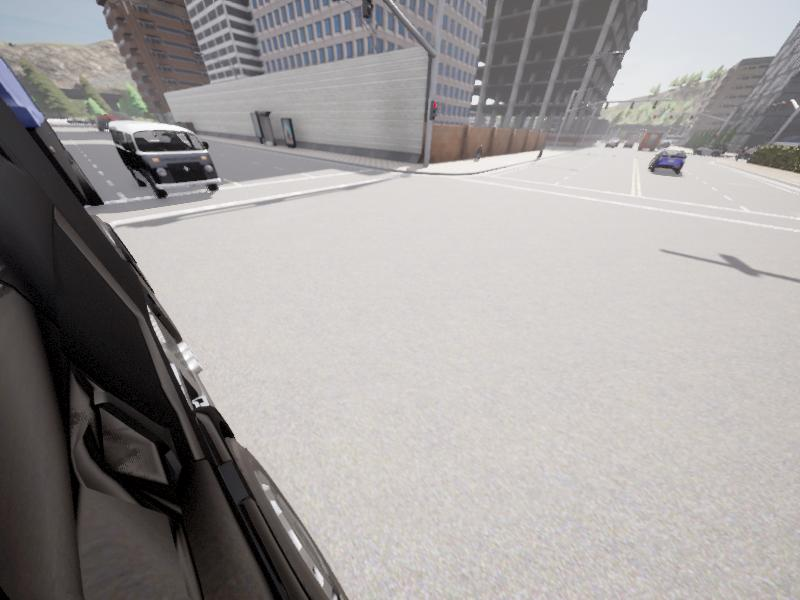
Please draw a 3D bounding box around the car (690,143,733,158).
[{"bbox_3d":[55.319,-26.668,41.106,1.905,1.878,3.866,-16,40,-23],"label":"car"}]

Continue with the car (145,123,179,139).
[{"bbox_3d":[-32.917,-23.398,31.934,4.856,1.649,2.033,28,44,30],"label":"car"}]

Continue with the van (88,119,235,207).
[{"bbox_3d":[-8.314,-4.975,8.113,4.480,2.038,2.069,26,43,29],"label":"van"}]

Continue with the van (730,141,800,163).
[{"bbox_3d":[57.107,-22.890,35.637,6.366,2.431,2.351,27,43,30],"label":"van"}]

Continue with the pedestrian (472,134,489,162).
[{"bbox_3d":[6.591,-12.498,19.026,0.751,1.860,0.751,24,42,27],"label":"pedestrian"}]

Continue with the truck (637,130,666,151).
[{"bbox_3d":[58.667,-37.342,54.031,2.891,3.827,8.468,28,43,30],"label":"truck"}]

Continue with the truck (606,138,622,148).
[{"bbox_3d":[58.860,-43.304,63.529,2.390,2.098,6.274,28,43,30],"label":"truck"}]

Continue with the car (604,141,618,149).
[{"bbox_3d":[53.164,-39.128,58.168,2.033,1.411,5.357,28,43,30],"label":"car"}]

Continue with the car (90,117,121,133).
[{"bbox_3d":[-51.237,-30.509,40.156,5.566,2.045,2.150,28,44,30],"label":"car"}]

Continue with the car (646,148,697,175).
[{"bbox_3d":[22.802,-11.848,19.622,2.007,1.525,4.514,28,43,30],"label":"car"}]

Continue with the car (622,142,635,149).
[{"bbox_3d":[58.297,-39.358,58.847,1.895,1.301,4.718,28,43,30],"label":"car"}]

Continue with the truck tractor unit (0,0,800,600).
[{"bbox_3d":[-2.645,-0.295,0.351,6.516,4.208,3.053,28,44,30],"label":"truck tractor unit"}]

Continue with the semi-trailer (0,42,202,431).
[{"bbox_3d":[-8.704,-3.591,4.236,14.254,4.402,2.717,28,44,30],"label":"semi-trailer"}]
